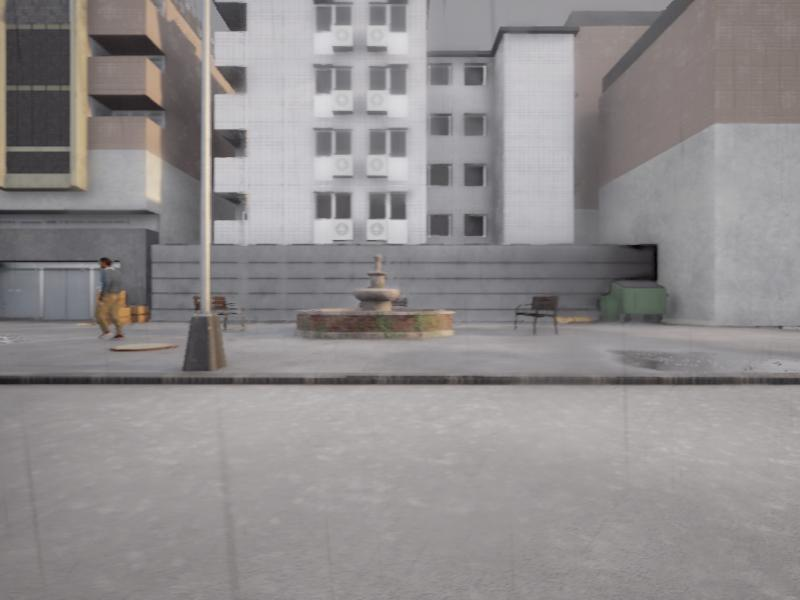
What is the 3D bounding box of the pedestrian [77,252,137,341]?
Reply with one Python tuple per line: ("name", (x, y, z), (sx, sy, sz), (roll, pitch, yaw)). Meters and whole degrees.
("pedestrian", (-6.314, -0.072, 8.659), (0.751, 1.860, 0.751), (0, 0, -1))
